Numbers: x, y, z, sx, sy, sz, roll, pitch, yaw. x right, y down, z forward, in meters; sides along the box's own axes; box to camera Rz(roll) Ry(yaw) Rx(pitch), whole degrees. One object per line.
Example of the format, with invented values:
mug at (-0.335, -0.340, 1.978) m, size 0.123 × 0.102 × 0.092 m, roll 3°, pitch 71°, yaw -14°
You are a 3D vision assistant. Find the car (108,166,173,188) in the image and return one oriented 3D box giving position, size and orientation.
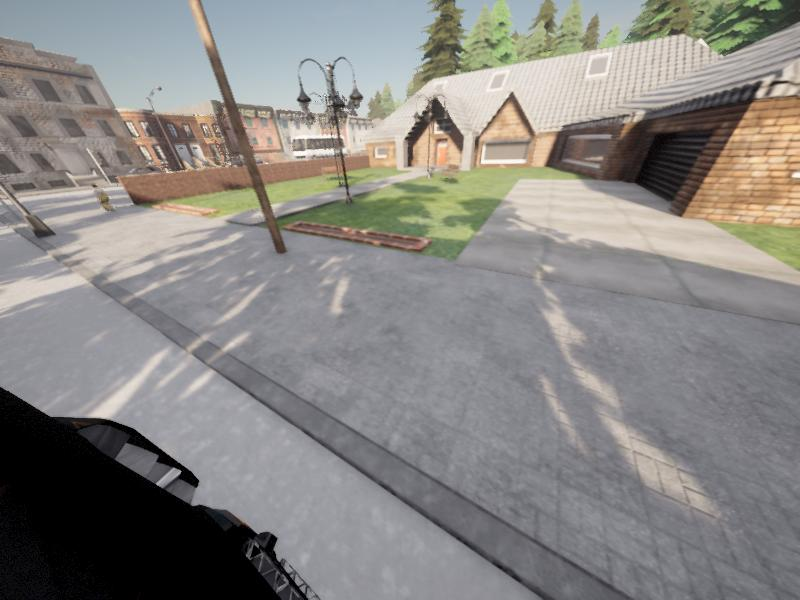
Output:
car at (-25.644, -12.315, 22.964) m, size 1.845 × 1.501 × 3.633 m, roll 15°, pitch 38°, yaw 25°

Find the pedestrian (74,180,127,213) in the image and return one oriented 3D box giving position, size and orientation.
pedestrian at (-13.980, -4.841, 10.838) m, size 0.751 × 1.300 × 0.751 m, roll 6°, pitch 35°, yaw 13°

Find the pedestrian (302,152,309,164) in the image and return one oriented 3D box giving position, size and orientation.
pedestrian at (-18.189, -27.358, 44.455) m, size 0.751 × 1.860 × 0.751 m, roll -26°, pitch 40°, yaw -31°

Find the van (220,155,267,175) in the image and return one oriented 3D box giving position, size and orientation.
van at (-20.493, -17.841, 30.424) m, size 1.775 × 1.987 × 4.442 m, roll 15°, pitch 38°, yaw 25°

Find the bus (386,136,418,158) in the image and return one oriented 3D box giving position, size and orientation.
bus at (0.842, -40.449, 60.950) m, size 3.944 × 4.253 × 10.273 m, roll 15°, pitch 38°, yaw 25°

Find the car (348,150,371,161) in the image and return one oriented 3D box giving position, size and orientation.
car at (-8.423, -30.104, 48.122) m, size 2.242 × 1.667 × 4.611 m, roll 15°, pitch 38°, yaw 25°

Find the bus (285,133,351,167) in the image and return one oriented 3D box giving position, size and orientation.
bus at (-13.553, -25.834, 39.815) m, size 3.944 × 4.253 × 10.273 m, roll 15°, pitch 37°, yaw 25°

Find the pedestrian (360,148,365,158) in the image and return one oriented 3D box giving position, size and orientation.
pedestrian at (-8.838, -34.825, 54.818) m, size 0.751 × 1.860 × 0.751 m, roll -29°, pitch 42°, yaw -33°
